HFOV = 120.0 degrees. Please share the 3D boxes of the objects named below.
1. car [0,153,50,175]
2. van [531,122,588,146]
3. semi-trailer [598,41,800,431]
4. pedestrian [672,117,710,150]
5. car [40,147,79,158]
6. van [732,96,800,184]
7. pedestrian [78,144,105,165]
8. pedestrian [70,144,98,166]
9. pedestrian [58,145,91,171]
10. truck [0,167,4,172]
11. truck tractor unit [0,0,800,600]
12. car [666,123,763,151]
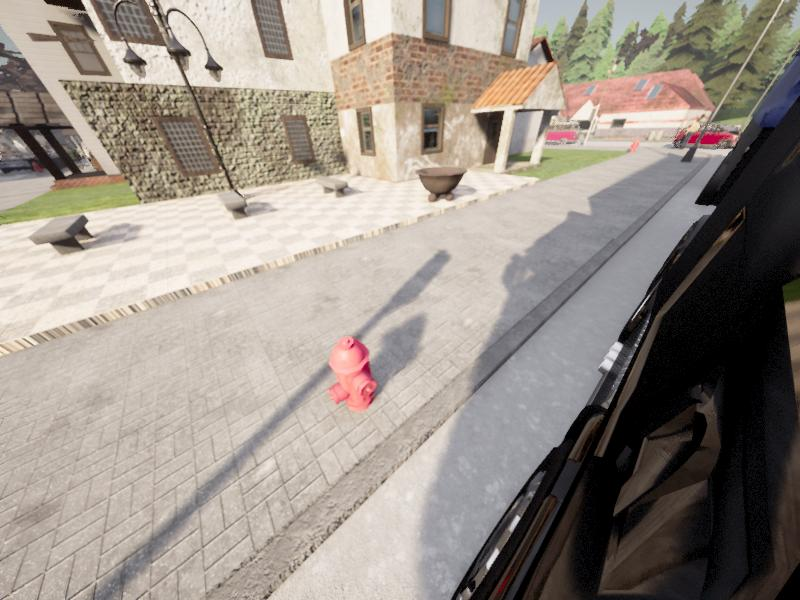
[{"bbox_3d":[-37.391,-13.501,22.813,1.994,1.385,4.181,-28,43,-30],"label":"car"},{"bbox_3d":[17.328,-18.248,25.400,1.775,1.987,4.442,-28,43,-30],"label":"van"},{"bbox_3d":[8.684,-3.608,4.252,14.254,4.402,2.717,-28,44,-30],"label":"semi-trailer"},{"bbox_3d":[20.972,-12.001,16.699,0.751,1.860,0.751,10,38,16],"label":"pedestrian"},{"bbox_3d":[-64.942,-28.239,44.122,4.792,1.488,2.163,8,38,13],"label":"car"},{"bbox_3d":[16.594,-6.730,9.545,5.915,2.561,1.988,-26,43,-29],"label":"van"},{"bbox_3d":[-32.677,-15.433,24.497,0.751,1.860,0.751,-27,43,-29],"label":"pedestrian"},{"bbox_3d":[-33.386,-15.363,24.445,0.751,1.860,0.751,-24,42,-26],"label":"pedestrian"},{"bbox_3d":[-28.325,-12.388,20.155,0.751,1.860,0.751,-28,43,-30],"label":"pedestrian"},{"bbox_3d":[-40.244,-12.677,19.824,2.891,3.827,8.468,-28,44,-30],"label":"truck"},{"bbox_3d":[2.645,-0.295,0.351,6.516,4.208,3.053,-28,44,-30],"label":"truck tractor unit"},{"bbox_3d":[23.680,-12.464,17.627,1.789,1.549,3.705,-14,38,-16],"label":"car"}]
